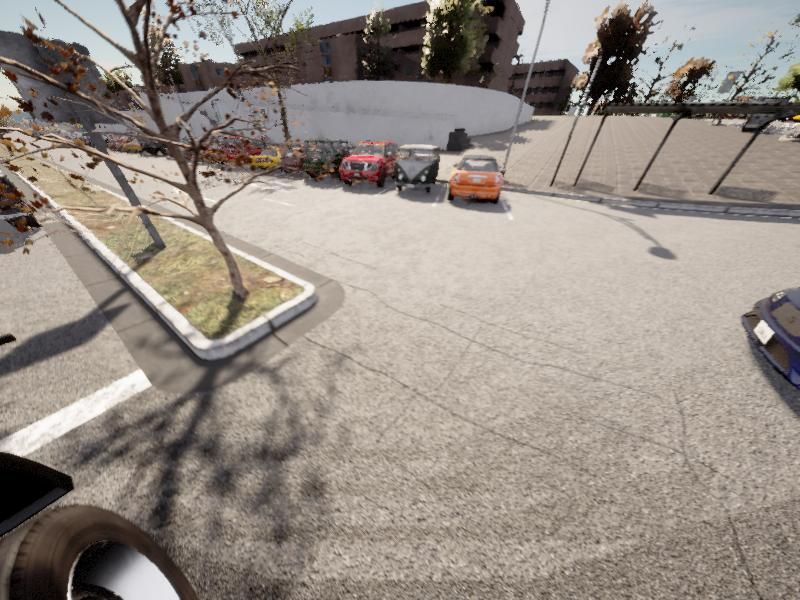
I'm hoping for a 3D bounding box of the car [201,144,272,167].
[{"bbox_3d":[-13.981,-12.745,20.199,2.163,1.488,4.792,9,35,10],"label":"car"}]

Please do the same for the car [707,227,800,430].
[{"bbox_3d":[5.797,0.822,1.451,4.193,1.474,1.816,22,41,28],"label":"car"}]

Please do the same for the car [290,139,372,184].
[{"bbox_3d":[-3.948,-8.992,14.744,2.435,2.045,5.566,9,35,10],"label":"car"}]

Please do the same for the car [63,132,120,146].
[{"bbox_3d":[-56.598,-29.646,42.585,2.435,2.045,5.566,9,35,10],"label":"car"}]

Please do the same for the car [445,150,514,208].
[{"bbox_3d":[3.524,-5.823,10.735,2.185,1.767,4.553,9,35,11],"label":"car"}]

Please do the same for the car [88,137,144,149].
[{"bbox_3d":[-44.071,-24.516,36.065,2.097,1.535,5.008,8,35,10],"label":"car"}]

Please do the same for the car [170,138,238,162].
[{"bbox_3d":[-18.981,-14.852,22.751,2.185,1.767,4.553,9,35,10],"label":"car"}]

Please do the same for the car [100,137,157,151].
[{"bbox_3d":[-39.055,-22.534,33.399,2.163,1.488,4.792,9,35,10],"label":"car"}]

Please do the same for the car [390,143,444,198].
[{"bbox_3d":[1.023,-6.877,11.965,1.878,1.987,4.442,9,35,10],"label":"car"}]

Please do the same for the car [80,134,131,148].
[{"bbox_3d":[-49.069,-26.591,38.684,2.185,1.767,4.553,9,35,10],"label":"car"}]

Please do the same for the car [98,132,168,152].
[{"bbox_3d":[-36.539,-21.791,31.909,2.435,2.045,5.566,9,35,10],"label":"car"}]

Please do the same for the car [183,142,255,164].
[{"bbox_3d":[-16.483,-13.744,21.482,2.231,1.521,4.892,9,35,10],"label":"car"}]

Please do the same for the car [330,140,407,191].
[{"bbox_3d":[-1.450,-7.955,13.363,2.435,2.045,5.566,9,35,10],"label":"car"}]

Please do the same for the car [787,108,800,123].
[{"bbox_3d":[55.788,-24.057,30.186,5.366,1.575,1.946,9,41,10],"label":"car"}]

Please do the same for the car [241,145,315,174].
[{"bbox_3d":[-8.928,-10.870,17.665,1.946,1.575,5.366,9,35,10],"label":"car"}]

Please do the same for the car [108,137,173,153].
[{"bbox_3d":[-34.076,-20.525,30.592,1.946,1.575,5.366,9,35,10],"label":"car"}]

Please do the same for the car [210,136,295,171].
[{"bbox_3d":[-11.466,-11.983,18.719,2.435,2.045,5.566,9,35,10],"label":"car"}]

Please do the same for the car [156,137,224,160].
[{"bbox_3d":[-21.510,-15.806,24.022,2.185,1.767,4.553,9,35,10],"label":"car"}]

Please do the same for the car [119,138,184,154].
[{"bbox_3d":[-31.491,-19.752,29.566,1.946,1.575,5.366,8,35,10],"label":"car"}]

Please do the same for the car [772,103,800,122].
[{"bbox_3d":[57.234,-25.931,31.975,5.566,2.045,2.435,9,42,10],"label":"car"}]

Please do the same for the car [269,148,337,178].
[{"bbox_3d":[-6.469,-9.735,16.213,2.002,1.452,4.674,9,35,10],"label":"car"}]

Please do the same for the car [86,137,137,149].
[{"bbox_3d":[-46.573,-25.462,37.425,2.002,1.452,4.674,9,35,10],"label":"car"}]

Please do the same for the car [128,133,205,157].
[{"bbox_3d":[-26.512,-17.912,26.646,2.435,2.045,5.566,8,35,10],"label":"car"}]

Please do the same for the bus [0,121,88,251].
[{"bbox_3d":[-13.570,-4.246,5.796,10.273,4.253,3.944,22,40,26],"label":"bus"}]
